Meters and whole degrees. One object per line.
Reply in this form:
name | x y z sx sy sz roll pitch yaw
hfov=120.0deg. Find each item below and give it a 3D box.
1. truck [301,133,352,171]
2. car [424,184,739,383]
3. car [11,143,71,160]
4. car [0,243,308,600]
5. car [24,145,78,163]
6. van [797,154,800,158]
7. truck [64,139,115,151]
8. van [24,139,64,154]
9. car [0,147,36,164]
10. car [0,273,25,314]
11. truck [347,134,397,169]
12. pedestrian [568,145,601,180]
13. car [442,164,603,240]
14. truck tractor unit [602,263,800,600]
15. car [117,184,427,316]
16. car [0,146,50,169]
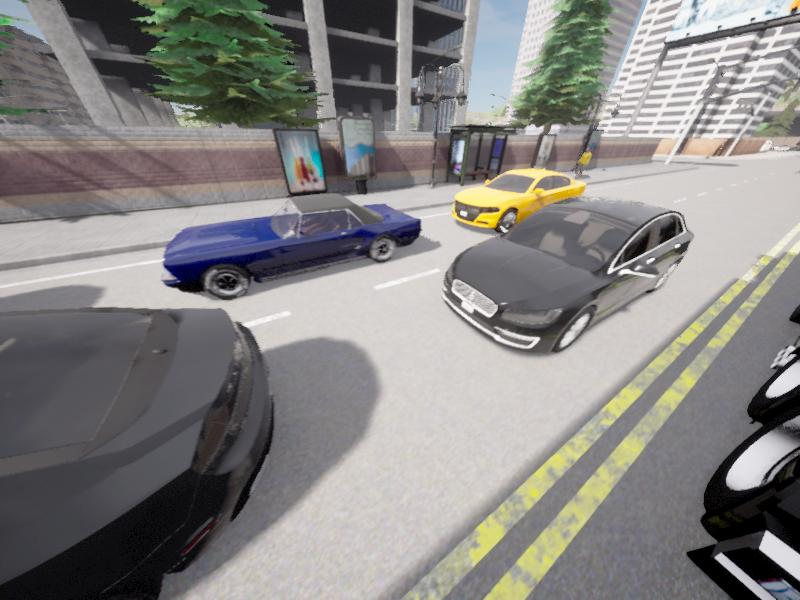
truck | -6.456 -12.951 20.130 2.615 2.467 5.204 -18 39 -24
car | 2.995 -0.806 3.873 4.892 1.490 1.837 -18 39 -24
car | -45.925 -19.184 29.758 2.152 1.651 5.027 -18 39 -25
car | -3.249 1.234 0.901 4.892 1.490 1.837 -18 39 -24
car | -39.271 -16.613 26.165 1.789 1.549 3.705 -18 39 -25
van | 70.113 -25.476 38.801 5.915 2.561 1.988 -18 39 -24
truck | -70.761 -35.599 52.852 2.390 2.098 6.274 16 38 22
van | -61.478 -26.624 40.026 1.775 1.987 4.442 -18 39 -25
car | -42.160 -15.405 24.572 1.994 1.385 4.181 -18 39 -25
car | -8.023 0.360 1.864 4.553 1.767 2.097 -18 39 -24
truck | -2.725 -14.173 21.910 2.615 2.467 5.204 -18 39 -24
pedestrian | 11.646 -8.704 14.647 0.751 1.860 0.751 -16 38 -22
car | 4.046 -3.474 7.676 5.008 1.535 1.882 -18 39 -24
truck tractor unit | 5.114 -0.295 0.795 6.516 4.208 3.053 -18 39 -24
car | -1.959 -1.416 4.891 4.718 1.301 1.895 -18 39 -24
car | -35.857 -13.265 21.390 1.882 1.535 5.008 -18 39 -25
